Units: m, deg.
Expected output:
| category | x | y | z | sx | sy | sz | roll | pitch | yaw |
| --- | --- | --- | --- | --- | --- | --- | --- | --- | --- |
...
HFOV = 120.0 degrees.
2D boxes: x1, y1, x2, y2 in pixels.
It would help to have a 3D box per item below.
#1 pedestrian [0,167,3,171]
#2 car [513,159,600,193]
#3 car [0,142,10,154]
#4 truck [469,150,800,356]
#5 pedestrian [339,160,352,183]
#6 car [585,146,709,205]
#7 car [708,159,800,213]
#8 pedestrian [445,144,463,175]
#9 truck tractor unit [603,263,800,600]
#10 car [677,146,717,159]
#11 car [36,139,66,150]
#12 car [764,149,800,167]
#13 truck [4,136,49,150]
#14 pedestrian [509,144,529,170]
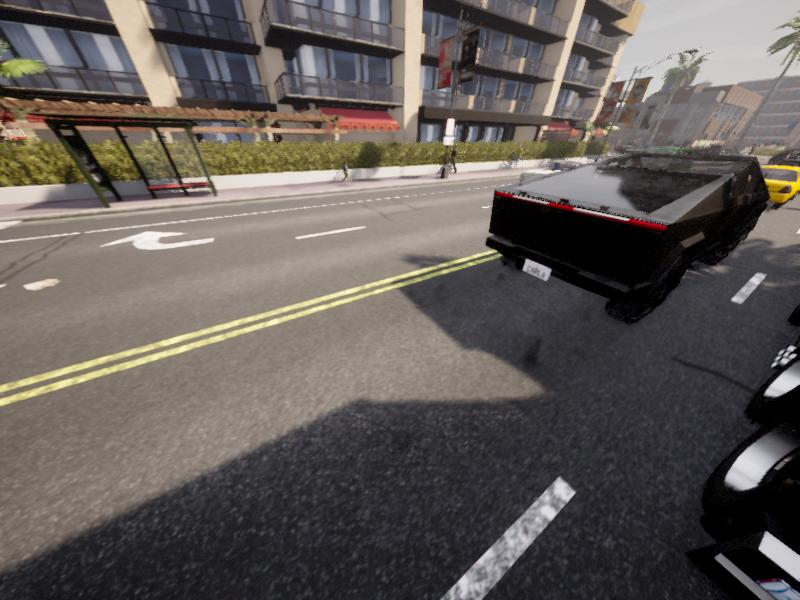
| category | x | y | z | sx | sy | sz | roll | pitch | yaw |
| --- | --- | --- | --- | --- | --- | --- | --- | --- | --- |
| pedestrian | -30.736 | -10.450 | 16.816 | 0.751 | 1.860 | 0.751 | -1 | 35 | -2 |
| car | 9.213 | -7.379 | 13.573 | 4.718 | 1.301 | 1.895 | -18 | 39 | -25 |
| car | -65.724 | -24.026 | 36.166 | 2.150 | 2.045 | 5.566 | -18 | 39 | -25 |
| truck | 4.717 | -1.612 | 4.534 | 6.274 | 2.098 | 2.390 | -18 | 39 | -24 |
| pedestrian | -3.162 | -7.485 | 13.473 | 0.500 | 1.100 | 0.500 | -16 | 38 | -23 |
| car | 12.240 | -6.362 | 11.480 | 5.566 | 2.045 | 2.150 | -19 | 39 | -25 |
| car | 16.523 | -5.248 | 10.326 | 5.366 | 1.575 | 1.801 | -18 | 39 | -24 |
| pedestrian | 3.922 | -10.246 | 16.843 | 0.751 | 1.860 | 0.751 | -13 | 37 | -19 |
| truck tractor unit | 5.109 | -0.302 | 0.788 | 6.516 | 4.208 | 3.053 | -18 | 39 | -24 |
| car | 50.083 | -25.084 | 39.088 | 2.242 | 1.667 | 4.611 | 14 | 37 | 19 |
| car | -75.855 | -33.809 | 50.290 | 1.905 | 1.878 | 3.866 | -18 | 39 | -25 |
| car | 44.999 | -16.451 | 26.679 | 1.851 | 1.617 | 3.988 | 24 | 41 | 30 |
| truck | -79.214 | -33.392 | 49.132 | 2.627 | 2.467 | 5.204 | -18 | 39 | -25 |
| pedestrian | 10.322 | -12.481 | 20.118 | 0.751 | 1.860 | 0.751 | -18 | 39 | -25 |
